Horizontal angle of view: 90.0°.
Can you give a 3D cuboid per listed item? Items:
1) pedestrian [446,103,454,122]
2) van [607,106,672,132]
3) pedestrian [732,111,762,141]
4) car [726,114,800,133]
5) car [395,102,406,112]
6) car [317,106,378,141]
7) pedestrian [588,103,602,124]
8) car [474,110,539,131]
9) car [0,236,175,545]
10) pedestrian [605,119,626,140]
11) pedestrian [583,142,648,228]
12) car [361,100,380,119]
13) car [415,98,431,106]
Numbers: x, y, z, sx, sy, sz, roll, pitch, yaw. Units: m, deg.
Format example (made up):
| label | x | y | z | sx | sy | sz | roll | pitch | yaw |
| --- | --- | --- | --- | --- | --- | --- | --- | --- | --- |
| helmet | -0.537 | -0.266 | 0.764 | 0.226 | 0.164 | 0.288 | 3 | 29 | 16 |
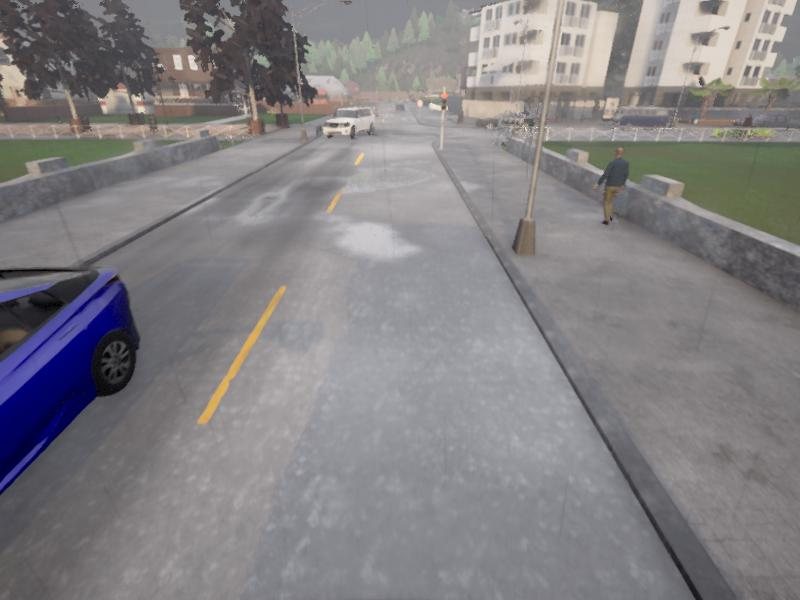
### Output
| label | x | y | z | sx | sy | sz | roll | pitch | yaw |
| --- | --- | --- | --- | --- | --- | --- | --- | --- | --- |
| pedestrian | 5.577 | -20.818 | 44.431 | 0.751 | 1.860 | 0.751 | 2 | 27 | 4 |
| van | 21.553 | -16.362 | 36.148 | 4.442 | 1.987 | 1.775 | 0 | 27 | 0 |
| pedestrian | 24.173 | -12.148 | 27.905 | 0.751 | 1.860 | 0.751 | 0 | 27 | 0 |
| car | 33.262 | -16.053 | 36.299 | 5.357 | 1.411 | 2.033 | 0 | 27 | 0 |
| car | 0.023 | -34.340 | 71.132 | 1.837 | 1.490 | 4.892 | 0 | 27 | 0 |
| car | -3.690 | -13.220 | 29.794 | 2.150 | 2.045 | 5.566 | 9 | 29 | 17 |
| pedestrian | 20.170 | -19.291 | 41.385 | 0.751 | 1.860 | 0.751 | 0 | 27 | -1 |
| car | 9.570 | -16.259 | 36.214 | 5.238 | 1.638 | 1.930 | 0 | 27 | 0 |
| car | -3.998 | 0.976 | 2.992 | 2.007 | 1.525 | 4.514 | 0 | 27 | 0 |
| pedestrian | 15.089 | -11.937 | 28.026 | 0.751 | 1.300 | 0.751 | 0 | 27 | -1 |
| pedestrian | 5.122 | -2.757 | 9.628 | 0.751 | 1.860 | 0.751 | 0 | 27 | 0 |
| car | -3.981 | -25.856 | 54.150 | 2.150 | 2.045 | 5.566 | 0 | 27 | 0 |
| car | 5.821 | -50.470 | 101.880 | 3.866 | 1.878 | 1.905 | 5 | 28 | 9 |
